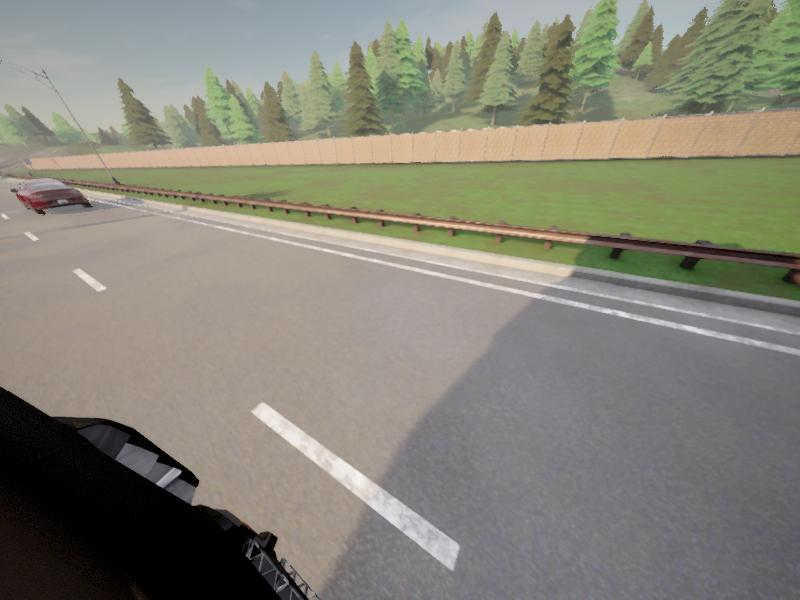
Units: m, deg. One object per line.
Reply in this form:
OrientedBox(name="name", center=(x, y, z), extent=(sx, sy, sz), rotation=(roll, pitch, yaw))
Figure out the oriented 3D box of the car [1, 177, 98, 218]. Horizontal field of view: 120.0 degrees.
OrientedBox(name="car", center=(-18.439, -5.527, 12.157), extent=(4.674, 1.442, 1.812), rotation=(16, 38, 26))
